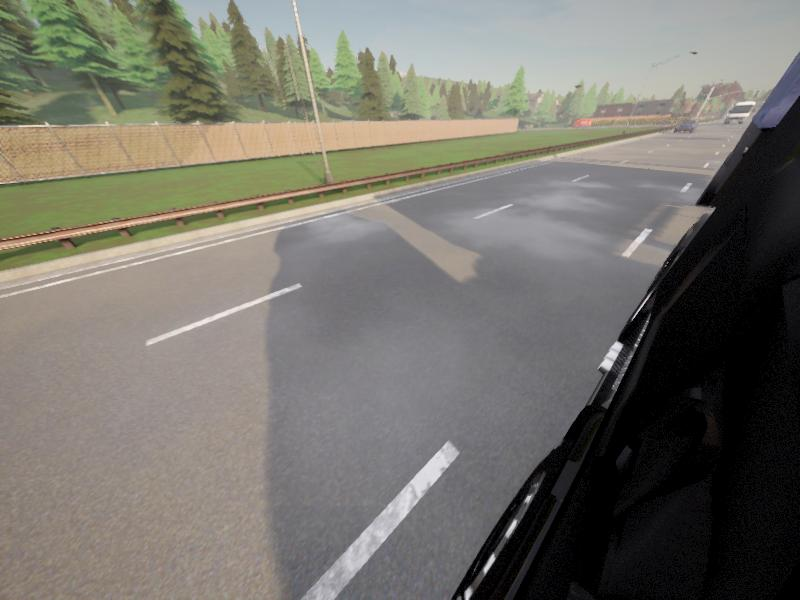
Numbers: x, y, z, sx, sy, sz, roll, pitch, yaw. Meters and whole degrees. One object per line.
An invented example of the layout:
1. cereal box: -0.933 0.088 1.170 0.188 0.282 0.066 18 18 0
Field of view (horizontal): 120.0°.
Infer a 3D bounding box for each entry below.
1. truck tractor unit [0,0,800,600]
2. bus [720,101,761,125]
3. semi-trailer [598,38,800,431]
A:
1. truck tractor unit: 2.645 -0.295 0.351 6.516 4.208 3.053 -28 44 -30
2. bus: 84.308 -46.221 57.211 10.273 4.253 3.944 -28 43 -30
3. semi-trailer: 8.698 -3.586 4.254 14.254 4.402 2.717 -28 43 -30
